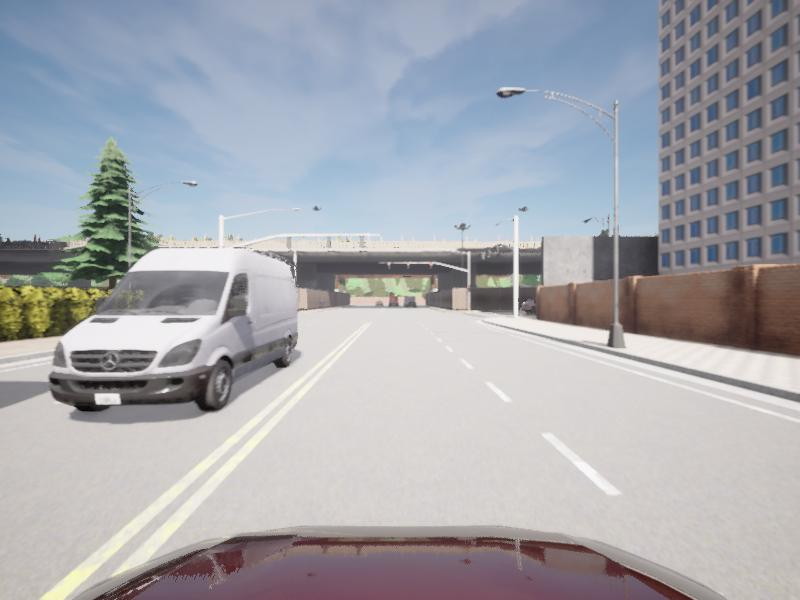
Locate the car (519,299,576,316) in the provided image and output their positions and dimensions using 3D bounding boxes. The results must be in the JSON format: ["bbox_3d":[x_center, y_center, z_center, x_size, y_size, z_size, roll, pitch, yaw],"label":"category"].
[{"bbox_3d":[14.382,0.708,39.227,4.856,1.649,2.033,0,0,0],"label":"car"}]

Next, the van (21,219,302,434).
[{"bbox_3d":[-3.574,0.320,7.747,1.988,2.561,5.915,0,0,-1],"label":"van"}]
